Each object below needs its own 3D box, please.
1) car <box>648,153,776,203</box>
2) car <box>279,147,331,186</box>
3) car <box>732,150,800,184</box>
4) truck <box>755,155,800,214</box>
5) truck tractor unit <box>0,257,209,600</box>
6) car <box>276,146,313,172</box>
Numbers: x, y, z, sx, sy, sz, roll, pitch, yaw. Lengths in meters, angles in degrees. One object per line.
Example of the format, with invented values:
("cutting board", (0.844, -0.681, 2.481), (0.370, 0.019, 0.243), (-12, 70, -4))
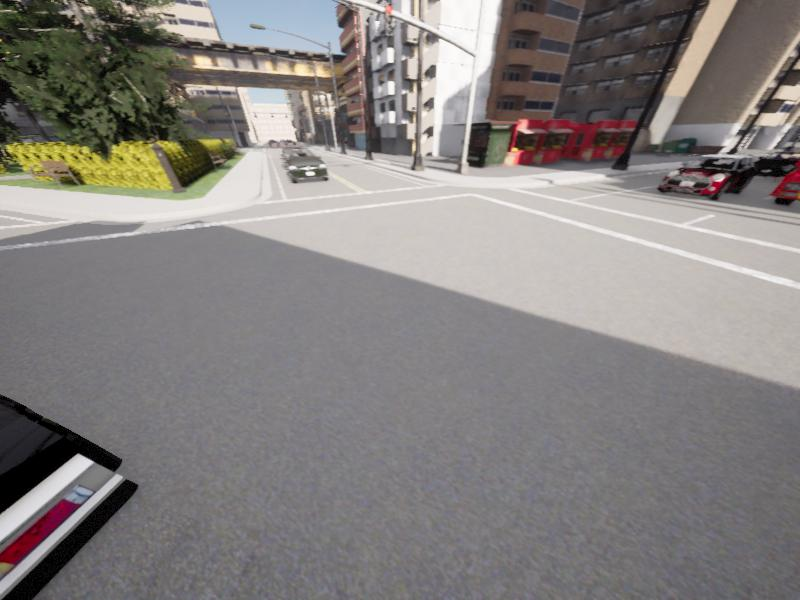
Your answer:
("car", (13.465, -5.434, 10.061), (3.806, 1.475, 1.970), (-16, 38, -21))
("car", (-6.167, -8.686, 14.745), (2.152, 1.651, 5.027), (-16, 38, -20))
("car", (22.501, -7.941, 13.656), (4.181, 1.385, 1.994), (-15, 38, -21))
("truck", (17.398, -5.276, 7.792), (8.468, 3.827, 2.891), (-16, 38, -21))
("truck tractor unit", (-5.299, -0.045, 0.427), (6.516, 4.208, 3.053), (9, 37, 13))
("car", (-9.177, -12.235, 19.886), (2.163, 1.488, 4.792), (-16, 38, -20))
